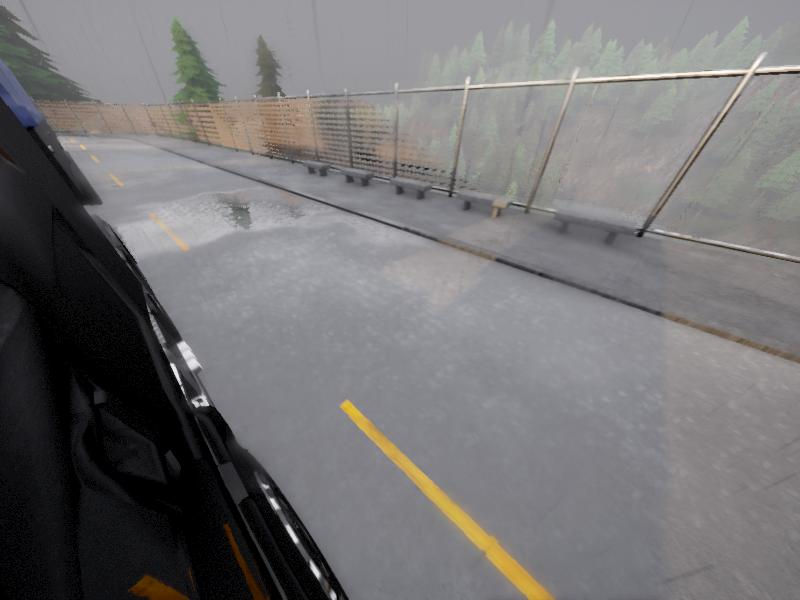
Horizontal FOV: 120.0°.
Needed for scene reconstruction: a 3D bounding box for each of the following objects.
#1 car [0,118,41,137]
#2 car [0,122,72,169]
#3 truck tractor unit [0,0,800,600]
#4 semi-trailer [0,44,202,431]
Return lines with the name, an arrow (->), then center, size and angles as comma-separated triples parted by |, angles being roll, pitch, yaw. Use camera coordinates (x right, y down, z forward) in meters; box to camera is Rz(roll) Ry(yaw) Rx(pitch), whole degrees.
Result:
car -> -40.879, -17.373, 23.173 | 4.792, 1.488, 2.163 | -12, 39, -18
car -> -19.164, -8.057, 11.886 | 5.238, 1.638, 1.930 | 28, 44, 30
truck tractor unit -> -2.645, -0.295, 0.351 | 6.516, 4.208, 3.053 | 28, 44, 30
semi-trailer -> -8.714, -3.586, 4.225 | 14.254, 4.402, 2.717 | 28, 44, 30
